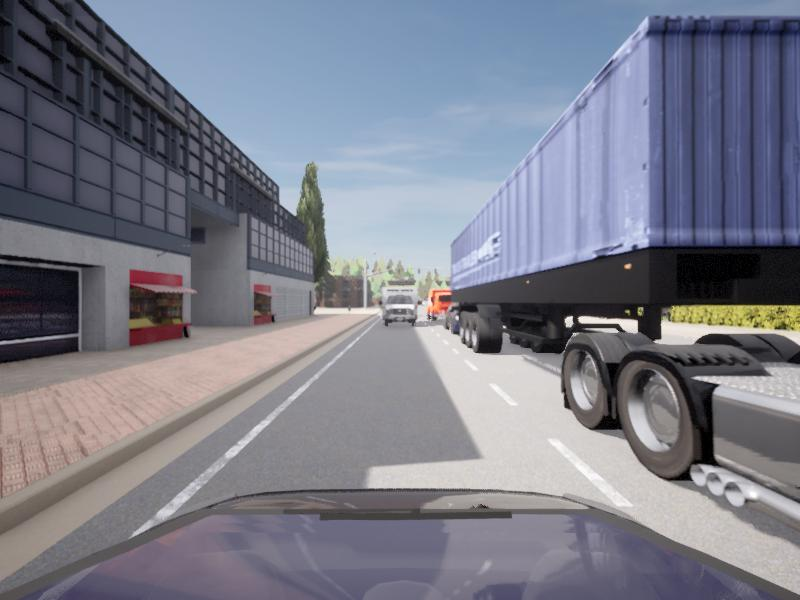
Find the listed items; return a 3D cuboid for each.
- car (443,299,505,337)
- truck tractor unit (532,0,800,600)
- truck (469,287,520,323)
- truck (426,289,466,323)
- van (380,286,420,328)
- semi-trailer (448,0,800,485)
[{"bbox_3d":[3.500,0.792,19.884,2.242,1.667,4.611,0,0,0],"label":"car"},{"bbox_3d":[3.498,-0.493,2.687,3.053,4.208,6.516,0,0,0],"label":"truck tractor unit"},{"bbox_3d":[7.002,0.394,30.335,2.627,2.467,5.204,0,-1,0],"label":"truck"},{"bbox_3d":[3.504,0.403,31.674,2.627,2.467,5.204,0,0,0],"label":"truck"},{"bbox_3d":[-0.001,0.417,26.246,2.351,2.431,6.366,0,0,0],"label":"van"},{"bbox_3d":[3.492,-0.602,10.607,2.717,4.402,14.254,0,0,0],"label":"semi-trailer"}]
